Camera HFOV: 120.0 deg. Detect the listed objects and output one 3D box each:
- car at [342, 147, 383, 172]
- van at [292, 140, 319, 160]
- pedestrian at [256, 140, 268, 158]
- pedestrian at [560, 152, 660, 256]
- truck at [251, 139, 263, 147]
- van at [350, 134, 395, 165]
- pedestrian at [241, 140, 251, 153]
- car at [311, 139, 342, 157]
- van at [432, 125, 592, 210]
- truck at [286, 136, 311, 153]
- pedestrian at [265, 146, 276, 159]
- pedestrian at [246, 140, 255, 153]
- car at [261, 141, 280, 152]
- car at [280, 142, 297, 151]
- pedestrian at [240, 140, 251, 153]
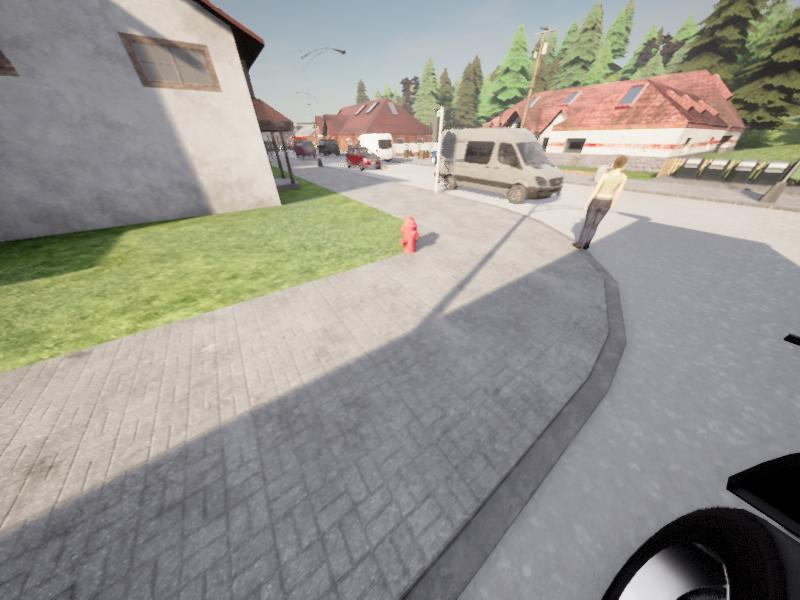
[{"bbox_3d":[-3.173,-11.881,19.431,1.789,1.549,3.705,-22,41,-28],"label":"car"},{"bbox_3d":[-12.399,-19.659,30.158,1.775,1.987,4.442,-22,41,-28],"label":"van"},{"bbox_3d":[-18.070,-19.751,30.221,0.751,1.860,0.751,-24,41,-29],"label":"pedestrian"},{"bbox_3d":[4.212,-1.984,4.854,0.751,1.860,0.751,14,37,19],"label":"pedestrian"},{"bbox_3d":[-48.690,-53.444,78.572,2.390,2.098,6.274,-22,41,-28],"label":"truck"},{"bbox_3d":[-3.045,-16.185,24.683,1.988,2.561,5.915,-22,41,-27],"label":"van"},{"bbox_3d":[-26.383,-26.281,39.547,0.751,1.860,0.751,-15,38,-20],"label":"pedestrian"},{"bbox_3d":[-10.875,-22.427,34.025,2.150,2.045,5.566,-22,41,-27],"label":"car"},{"bbox_3d":[4.267,-6.150,10.394,1.988,2.561,5.915,-22,41,-28],"label":"van"},{"bbox_3d":[-19.161,-29.438,43.668,2.627,2.467,5.204,-22,41,-28],"label":"truck"},{"bbox_3d":[-16.136,-18.412,28.793,0.751,1.300,0.751,-11,37,-15],"label":"pedestrian"},{"bbox_3d":[-26.059,-26.868,40.377,0.751,1.860,0.751,-19,39,-24],"label":"pedestrian"},{"bbox_3d":[-25.749,-30.459,45.852,2.242,1.667,4.611,-23,41,-28],"label":"car"},{"bbox_3d":[-24.028,-32.988,49.548,2.038,1.542,4.974,-21,40,-27],"label":"car"},{"bbox_3d":[-26.779,-26.701,40.145,0.751,1.860,0.751,18,39,24],"label":"pedestrian"}]
